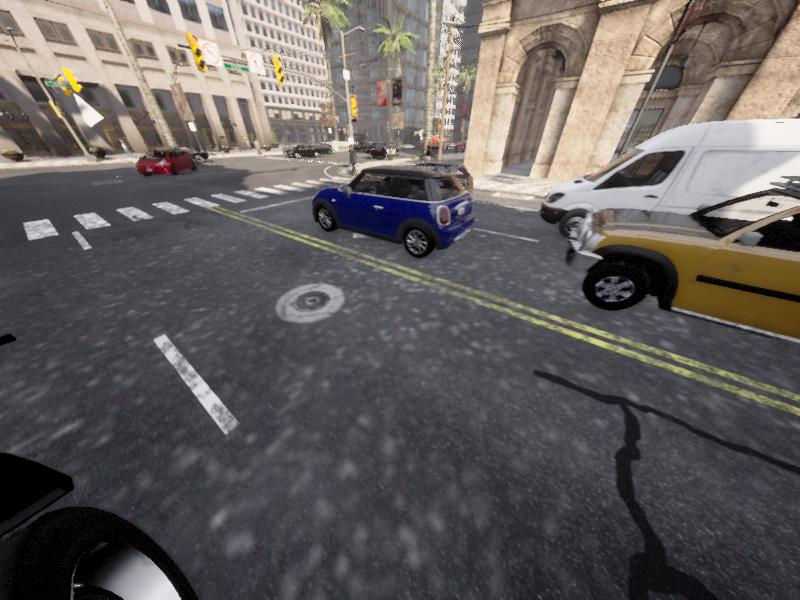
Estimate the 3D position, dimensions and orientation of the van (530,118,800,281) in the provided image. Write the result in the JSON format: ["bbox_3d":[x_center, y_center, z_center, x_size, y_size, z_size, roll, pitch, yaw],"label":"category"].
[{"bbox_3d":[6.841,-2.547,5.378,5.915,2.561,1.988,22,41,28],"label":"van"}]

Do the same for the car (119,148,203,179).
[{"bbox_3d":[-16.416,-9.758,16.296,2.007,1.525,4.514,-8,36,-11],"label":"car"}]

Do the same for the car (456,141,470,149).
[{"bbox_3d":[15.205,-37.214,55.474,1.789,1.549,3.705,22,41,28],"label":"car"}]

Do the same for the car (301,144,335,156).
[{"bbox_3d":[-11.970,-22.078,33.952,1.994,1.385,4.181,22,41,28],"label":"car"}]

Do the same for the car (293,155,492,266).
[{"bbox_3d":[-0.348,-2.697,6.176,4.553,1.767,2.097,22,41,28],"label":"car"}]

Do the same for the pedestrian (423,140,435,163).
[{"bbox_3d":[2.813,-14.457,22.525,0.751,1.860,0.751,20,40,26],"label":"pedestrian"}]

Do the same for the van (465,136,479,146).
[{"bbox_3d":[23.476,-51.561,75.019,1.988,2.561,5.915,22,41,28],"label":"van"}]

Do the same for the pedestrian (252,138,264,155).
[{"bbox_3d":[-19.795,-21.363,32.139,0.751,1.860,0.751,-8,36,-11],"label":"pedestrian"}]

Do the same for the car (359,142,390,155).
[{"bbox_3d":[-4.087,-25.078,38.035,1.930,1.638,5.238,22,41,28],"label":"car"}]

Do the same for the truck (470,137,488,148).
[{"bbox_3d":[21.348,-42.668,62.478,2.627,2.467,5.204,22,41,28],"label":"truck"}]

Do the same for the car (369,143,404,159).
[{"bbox_3d":[-1.691,-19.981,30.913,2.038,1.542,4.974,22,40,28],"label":"car"}]

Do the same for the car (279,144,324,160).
[{"bbox_3d":[-12.108,-18.507,28.775,1.837,1.490,4.892,22,40,28],"label":"car"}]

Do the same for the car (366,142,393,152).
[{"bbox_3d":[-3.799,-28.699,43.389,2.033,1.411,5.357,22,41,28],"label":"car"}]

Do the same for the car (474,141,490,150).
[{"bbox_3d":[19.864,-37.520,55.969,1.801,1.575,5.366,22,41,28],"label":"car"}]

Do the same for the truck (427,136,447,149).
[{"bbox_3d":[9.303,-39.778,58.278,2.627,2.467,5.204,22,41,28],"label":"truck"}]

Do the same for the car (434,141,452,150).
[{"bbox_3d":[10.306,-36.661,54.729,2.163,1.488,4.792,22,41,28],"label":"car"}]

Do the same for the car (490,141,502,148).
[{"bbox_3d":[26.731,-43.144,64.136,1.970,1.475,3.806,22,41,28],"label":"car"}]

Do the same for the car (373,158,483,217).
[{"bbox_3d":[0.963,-4.520,9.004,3.633,1.501,1.845,22,41,28],"label":"car"}]

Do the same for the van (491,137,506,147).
[{"bbox_3d":[31.956,-51.435,75.035,2.351,2.431,6.366,22,41,28],"label":"van"}]

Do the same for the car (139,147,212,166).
[{"bbox_3d":[-21.763,-14.123,22.646,1.895,1.301,4.718,22,41,28],"label":"car"}]

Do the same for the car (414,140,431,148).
[{"bbox_3d":[5.660,-39.618,58.617,2.185,1.767,4.553,22,41,28],"label":"car"}]

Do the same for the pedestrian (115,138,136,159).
[{"bbox_3d":[-29.979,-16.556,25.235,0.751,1.860,0.751,29,44,34],"label":"pedestrian"}]

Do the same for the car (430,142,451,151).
[{"bbox_3d":[8.244,-31.508,47.350,2.038,1.542,4.974,22,40,28],"label":"car"}]

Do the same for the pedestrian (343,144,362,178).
[{"bbox_3d":[-3.136,-9.267,15.377,0.751,1.860,0.751,25,42,31],"label":"pedestrian"}]

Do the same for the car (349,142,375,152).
[{"bbox_3d":[-7.097,-29.241,44.059,2.163,1.488,4.792,22,41,28],"label":"car"}]

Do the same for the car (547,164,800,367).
[{"bbox_3d":[5.033,-0.547,3.097,4.605,1.855,1.932,22,41,28],"label":"car"}]
